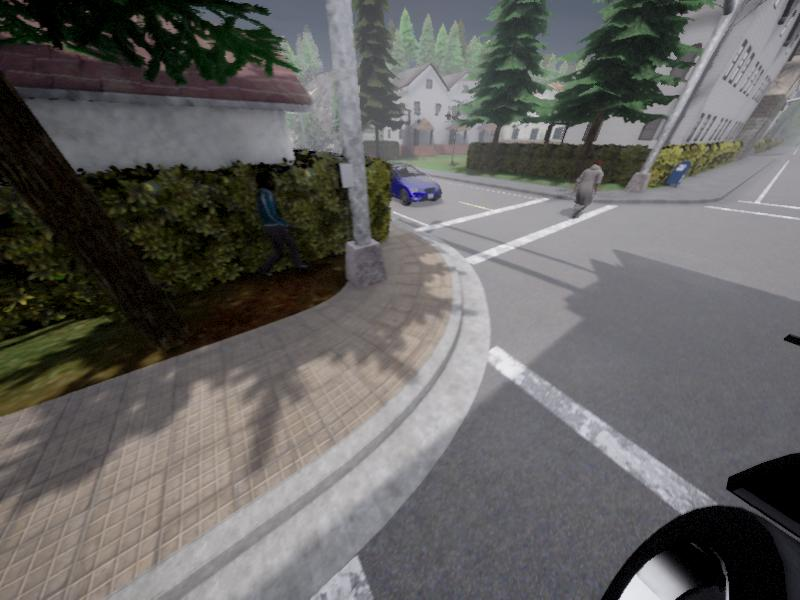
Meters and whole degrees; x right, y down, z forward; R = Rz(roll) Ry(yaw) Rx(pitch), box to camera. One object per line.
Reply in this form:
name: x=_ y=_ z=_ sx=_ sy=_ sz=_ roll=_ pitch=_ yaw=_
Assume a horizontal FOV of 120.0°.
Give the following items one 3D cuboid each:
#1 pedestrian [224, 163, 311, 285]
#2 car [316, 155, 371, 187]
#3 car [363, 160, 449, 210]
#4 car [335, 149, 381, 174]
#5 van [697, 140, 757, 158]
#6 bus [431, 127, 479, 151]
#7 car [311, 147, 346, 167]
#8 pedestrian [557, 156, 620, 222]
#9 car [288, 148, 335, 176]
pedestrian: x=-2.232 y=-1.323 z=4.125 sx=0.751 sy=1.860 sz=0.751 roll=-14 pitch=37 yaw=-19
car: x=-3.900 y=-8.868 z=15.704 sx=1.994 sy=1.385 sz=4.181 roll=-21 pitch=40 yaw=-27
car: x=0.089 y=-5.589 z=10.934 sx=1.816 sy=1.474 sz=4.193 roll=-22 pitch=40 yaw=-28
car: x=-3.835 y=-12.420 z=20.609 sx=1.882 sy=1.535 sz=5.008 roll=-22 pitch=40 yaw=-28
van: x=48.085 y=-22.377 z=34.127 sx=2.069 sy=2.038 sz=4.480 roll=-18 pitch=39 yaw=-25
bus: x=12.367 y=-36.435 z=52.322 sx=10.273 sy=4.253 sz=3.944 roll=-21 pitch=40 yaw=-28
car: x=-8.029 y=-15.907 z=25.584 sx=1.882 sy=1.535 sz=5.008 roll=-22 pitch=40 yaw=-28
pedestrian: x=6.279 y=-3.724 z=7.801 sx=0.751 sy=1.860 sz=0.751 roll=-15 pitch=38 yaw=-20
car: x=-7.778 y=-12.170 z=20.193 sx=2.152 sy=1.651 sz=5.027 roll=-22 pitch=41 yaw=-28
